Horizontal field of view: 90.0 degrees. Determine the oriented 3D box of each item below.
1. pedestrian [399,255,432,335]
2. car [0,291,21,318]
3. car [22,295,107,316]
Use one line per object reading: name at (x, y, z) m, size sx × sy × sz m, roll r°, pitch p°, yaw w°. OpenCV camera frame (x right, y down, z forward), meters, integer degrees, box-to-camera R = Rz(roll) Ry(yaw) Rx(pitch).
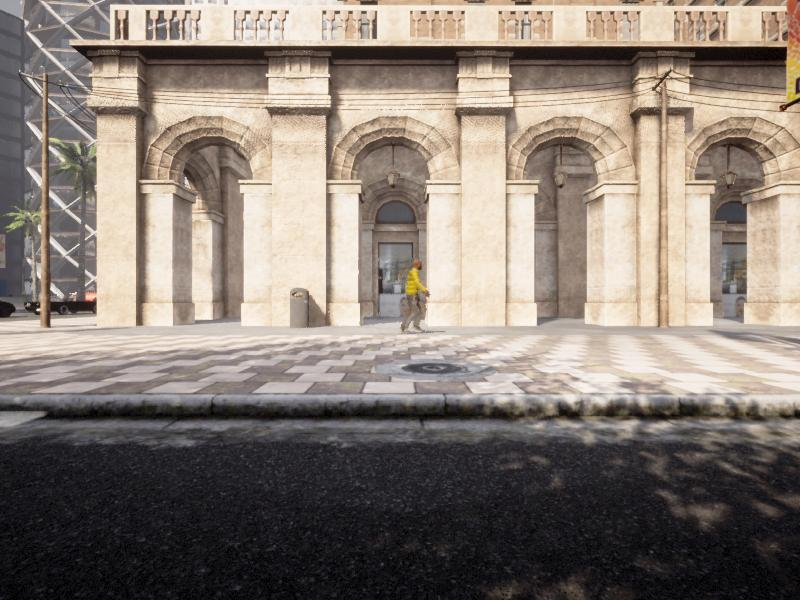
pedestrian at (0.351, -0.115, 9.597) m, size 0.751 × 1.860 × 0.751 m, roll 0°, pitch 0°, yaw 0°
car at (-23.029, 0.251, 21.246) m, size 1.816 × 1.474 × 4.193 m, roll 0°, pitch 0°, yaw 0°
car at (-23.035, 0.340, 27.750) m, size 1.895 × 1.301 × 4.718 m, roll 0°, pitch 0°, yaw 0°
